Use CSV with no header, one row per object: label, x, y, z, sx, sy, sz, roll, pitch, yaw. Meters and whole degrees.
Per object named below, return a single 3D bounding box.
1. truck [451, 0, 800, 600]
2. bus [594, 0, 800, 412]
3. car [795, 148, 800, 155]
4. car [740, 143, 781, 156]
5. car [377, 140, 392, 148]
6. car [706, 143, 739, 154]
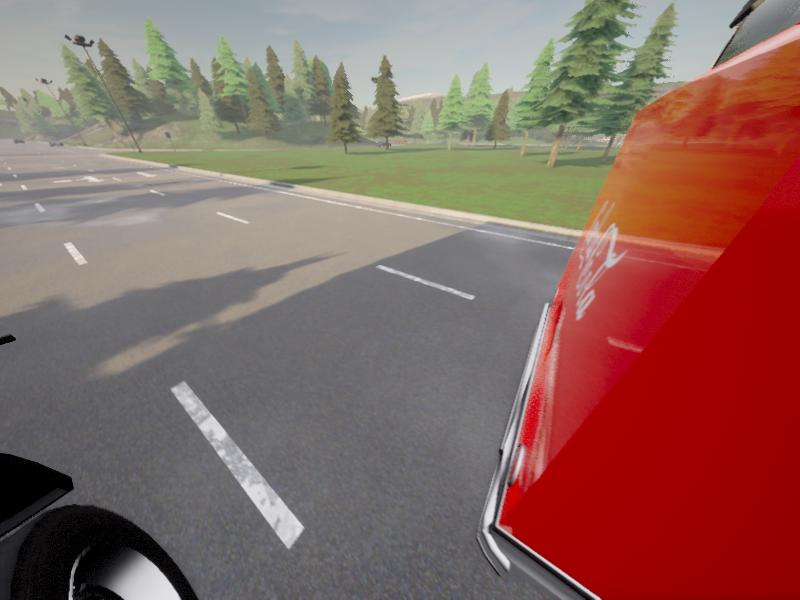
truck,3.211,0.954,0.429,5.204,2.467,2.627,22,40,27
bus,7.992,-0.420,0.861,10.273,4.253,3.944,21,40,27
car,69.713,-25.037,38.463,2.038,1.542,4.974,22,40,27
car,60.454,-25.433,38.881,2.033,1.649,4.856,21,40,27
car,-4.230,-43.119,63.732,2.152,1.651,5.027,14,38,19
car,59.314,-28.040,42.646,2.038,1.542,4.974,21,41,27
